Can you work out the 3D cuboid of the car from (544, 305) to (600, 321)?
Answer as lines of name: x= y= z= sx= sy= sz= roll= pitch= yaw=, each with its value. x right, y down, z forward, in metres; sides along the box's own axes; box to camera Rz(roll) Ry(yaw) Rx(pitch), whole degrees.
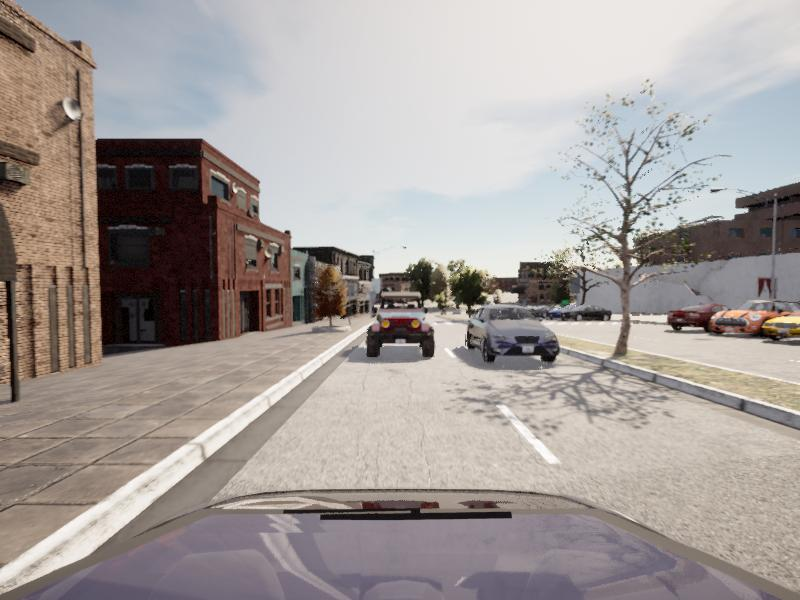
car: x=17.061 y=1.273 z=39.684 sx=5.008 sy=1.535 sz=2.097 roll=1 pitch=-1 yaw=-19

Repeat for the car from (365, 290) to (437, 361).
car: x=0.029 y=0.669 z=12.528 sx=1.905 sy=1.878 sz=3.866 roll=0 pitch=0 yaw=0

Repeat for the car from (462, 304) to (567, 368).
car: x=3.025 y=0.875 z=11.516 sx=1.816 sy=1.474 sz=4.193 roll=0 pitch=0 yaw=0

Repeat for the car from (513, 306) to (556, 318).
car: x=17.253 y=1.577 z=51.506 sx=4.892 sy=1.521 sz=2.231 roll=1 pitch=-2 yaw=-17

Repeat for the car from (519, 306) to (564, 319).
car: x=17.165 y=1.498 z=48.553 sx=4.892 sy=1.521 sz=2.231 roll=1 pitch=-2 yaw=-18

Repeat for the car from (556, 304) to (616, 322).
car: x=17.050 y=1.204 z=36.722 sx=5.008 sy=1.535 sz=2.097 roll=1 pitch=-1 yaw=-20

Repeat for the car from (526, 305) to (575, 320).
car: x=17.102 y=1.421 z=45.595 sx=4.892 sy=1.521 sz=2.231 roll=1 pitch=-2 yaw=-19

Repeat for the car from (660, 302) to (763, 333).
car: x=17.004 y=0.943 z=21.852 sx=5.008 sy=1.535 sz=2.097 roll=1 pitch=-1 yaw=-20

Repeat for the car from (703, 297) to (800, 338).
car: x=17.037 y=0.783 z=18.886 sx=4.553 sy=1.767 sz=2.185 roll=1 pitch=-1 yaw=-20

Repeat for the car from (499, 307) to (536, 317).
car: x=17.686 y=1.820 z=60.350 sx=5.008 sy=1.535 sz=2.097 roll=1 pitch=-2 yaw=-16

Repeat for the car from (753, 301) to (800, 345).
car: x=16.824 y=0.873 z=15.831 sx=5.366 sy=1.575 sz=1.946 roll=1 pitch=0 yaw=-20
